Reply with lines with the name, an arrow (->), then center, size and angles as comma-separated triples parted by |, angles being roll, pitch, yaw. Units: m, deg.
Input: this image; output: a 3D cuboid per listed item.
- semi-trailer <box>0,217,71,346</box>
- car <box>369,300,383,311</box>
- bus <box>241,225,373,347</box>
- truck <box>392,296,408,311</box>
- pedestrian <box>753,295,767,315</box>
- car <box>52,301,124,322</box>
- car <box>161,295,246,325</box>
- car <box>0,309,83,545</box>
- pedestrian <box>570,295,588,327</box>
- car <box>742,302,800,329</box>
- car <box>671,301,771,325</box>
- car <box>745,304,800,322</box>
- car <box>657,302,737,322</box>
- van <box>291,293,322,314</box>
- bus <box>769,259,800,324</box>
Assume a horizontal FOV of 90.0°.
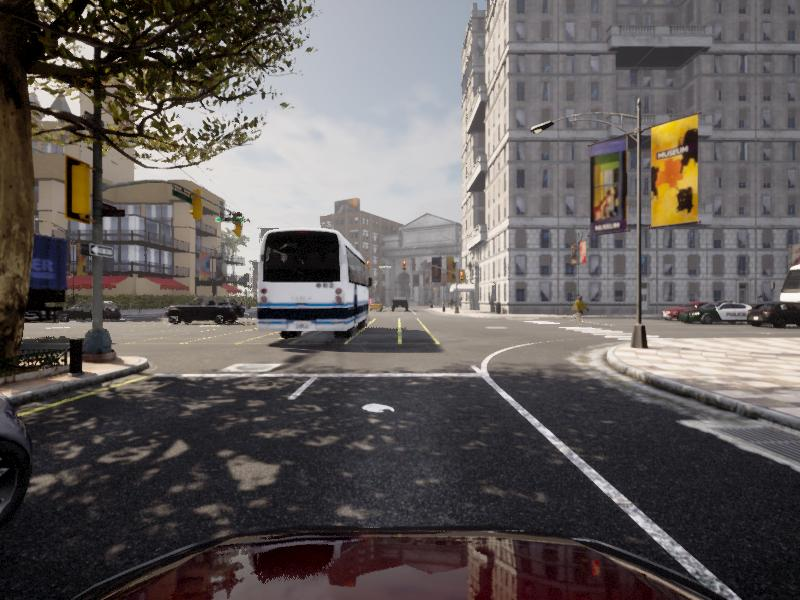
semi-trailer -> -15.000, -0.620, 9.480 | 2.717, 4.402, 14.254 | 0, 0, 0
car -> -3.500, 0.796, 59.751 | 1.801, 1.575, 5.366 | 0, 0, 0
bus -> -3.620, -0.533, 19.182 | 3.944, 4.253, 10.273 | 0, 0, 0
truck -> 0.000, 0.533, 59.650 | 2.390, 2.098, 6.274 | 0, 0, 0
pedestrian -> 35.287, 0.479, 39.198 | 0.751, 1.860, 0.751 | 0, 0, 11
car -> -23.129, 0.849, 29.761 | 3.806, 1.475, 1.970 | 0, 0, 0
car -> -12.811, 0.649, 26.316 | 4.605, 1.855, 1.932 | 0, 0, 0
car -> -3.492, 0.826, 1.426 | 1.845, 1.501, 3.633 | 0, 0, 0
pedestrian -> 10.513, 0.634, 23.495 | 0.751, 1.860, 0.751 | 0, 0, 0
car -> 22.546, 0.851, 23.029 | 4.193, 1.474, 1.816 | 0, 0, 0
car -> 21.155, 0.822, 26.511 | 4.974, 1.542, 2.038 | 0, 0, 0
car -> 29.057, 0.939, 30.045 | 4.718, 1.301, 1.895 | 0, 0, 0
car -> 22.211, 0.865, 30.011 | 4.674, 1.442, 1.812 | 0, 0, 0
van -> -11.502, 0.371, 49.802 | 2.351, 2.431, 6.366 | 0, 0, 0
bus -> 31.364, -0.538, 26.425 | 10.273, 4.253, 3.944 | 0, 0, 0
